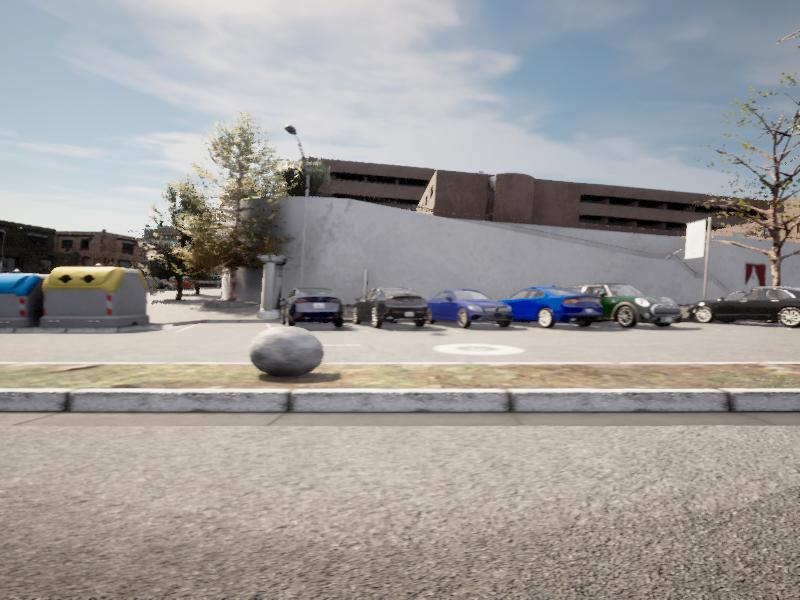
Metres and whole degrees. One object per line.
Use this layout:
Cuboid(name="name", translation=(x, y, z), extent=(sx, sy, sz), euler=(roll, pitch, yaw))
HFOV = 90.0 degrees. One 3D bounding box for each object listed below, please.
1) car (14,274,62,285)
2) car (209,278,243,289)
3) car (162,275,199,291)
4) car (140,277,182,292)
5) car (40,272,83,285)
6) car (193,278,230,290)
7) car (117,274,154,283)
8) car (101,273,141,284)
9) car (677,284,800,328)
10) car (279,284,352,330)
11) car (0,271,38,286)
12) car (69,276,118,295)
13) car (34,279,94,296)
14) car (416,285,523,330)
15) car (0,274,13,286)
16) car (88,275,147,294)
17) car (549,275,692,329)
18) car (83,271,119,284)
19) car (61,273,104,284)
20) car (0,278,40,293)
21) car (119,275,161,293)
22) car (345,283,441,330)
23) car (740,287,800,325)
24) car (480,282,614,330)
Cuboid(name="car", translation=(-51.359, -2.925, 56.824), extent=(4.792, 1.488, 2.163), euler=(2, 4, -2))
Cuboid(name="car", translation=(-29.251, -2.753, 67.245), extent=(4.792, 1.488, 2.163), euler=(3, 4, -1))
Cuboid(name="car", translation=(-32.198, -2.474, 58.755), extent=(4.442, 1.987, 1.878), euler=(3, 4, 0))
Cuboid(name="car", translation=(-33.379, -2.207, 55.944), extent=(4.553, 1.767, 2.185), euler=(3, 4, 0))
Cuboid(name="car", translation=(-50.374, -3.255, 59.610), extent=(4.553, 1.767, 2.185), euler=(2, 4, -2))
Cuboid(name="car", translation=(-30.278, -2.605, 64.408), extent=(4.892, 1.521, 2.231), euler=(3, 5, -1))
Cuboid(name="car", translation=(-46.724, -3.837, 70.775), extent=(5.008, 1.535, 2.097), euler=(2, 4, -2))
Cuboid(name="car", translation=(-47.455, -3.658, 67.997), extent=(5.366, 1.575, 1.946), euler=(2, 4, -2))
Cuboid(name="car", translation=(14.253, 0.236, 15.917), extent=(2.231, 1.521, 4.892), euler=(0, -1, -22))
Cuboid(name="car", translation=(-3.472, 0.273, 15.538), extent=(2.163, 1.488, 4.792), euler=(0, -1, -19))
Cuboid(name="car", translation=(-52.214, -2.900, 54.016), extent=(4.553, 1.767, 2.185), euler=(2, 4, -2))
Cuboid(name="car", translation=(-36.318, -1.774, 47.500), extent=(4.442, 1.987, 1.878), euler=(3, 4, 0))
Cuboid(name="car", translation=(-37.481, -1.382, 44.707), extent=(5.008, 1.535, 2.097), euler=(3, 4, 0))
Cuboid(name="car", translation=(2.453, 0.275, 15.539), extent=(2.002, 1.452, 4.674), euler=(0, -1, -20))
Cuboid(name="car", translation=(-53.138, -2.569, 51.235), extent=(4.792, 1.488, 2.163), euler=(2, 4, -2))
Cuboid(name="car", translation=(-35.432, -1.982, 50.301), extent=(5.566, 2.045, 2.435), euler=(3, 5, 0))
Cuboid(name="car", translation=(8.344, 0.108, 15.707), extent=(2.185, 1.767, 4.553), euler=(0, -1, -21))
Cuboid(name="car", translation=(-48.675, -3.713, 65.187), extent=(4.442, 1.987, 1.878), euler=(2, 4, -2))
Cuboid(name="car", translation=(-49.493, -3.308, 62.422), extent=(5.008, 1.535, 2.097), euler=(2, 4, -2))
Cuboid(name="car", translation=(-43.767, -1.659, 44.694), extent=(2.128, 1.511, 4.902), euler=(4, 5, 19))
Cuboid(name="car", translation=(-34.490, -2.136, 53.114), extent=(4.442, 1.987, 1.878), euler=(3, 5, 0))
Cuboid(name="car", translation=(-0.505, 0.239, 15.501), extent=(2.231, 1.521, 4.892), euler=(0, -1, -20))
Cuboid(name="car", translation=(17.205, 0.239, 16.083), extent=(2.231, 1.521, 4.892), euler=(0, -1, -23))
Cuboid(name="car", translation=(5.402, 0.233, 15.587), extent=(2.097, 1.535, 5.008), euler=(0, -1, -21))
